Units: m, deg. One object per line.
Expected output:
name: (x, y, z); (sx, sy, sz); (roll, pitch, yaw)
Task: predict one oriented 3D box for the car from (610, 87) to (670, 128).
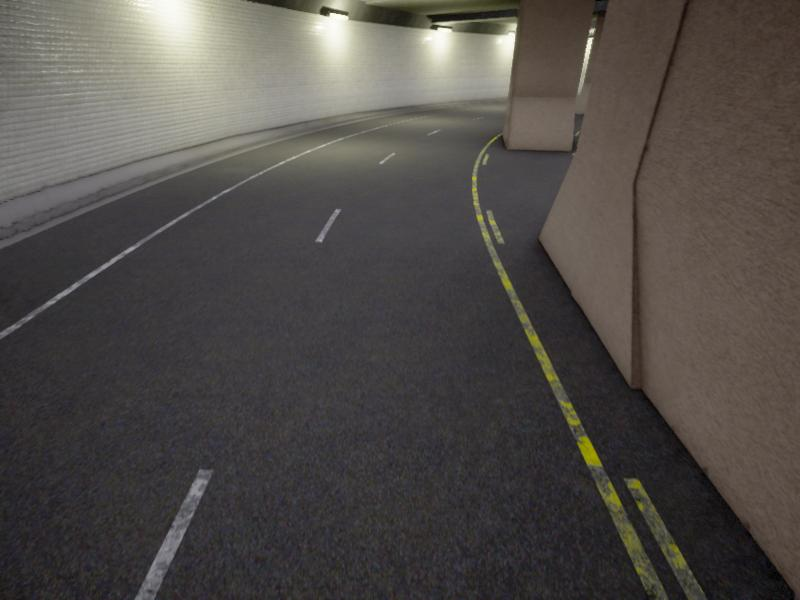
car: (14.416, -11.606, 23.976); (1.932, 1.855, 4.605); (20, 36, 32)
